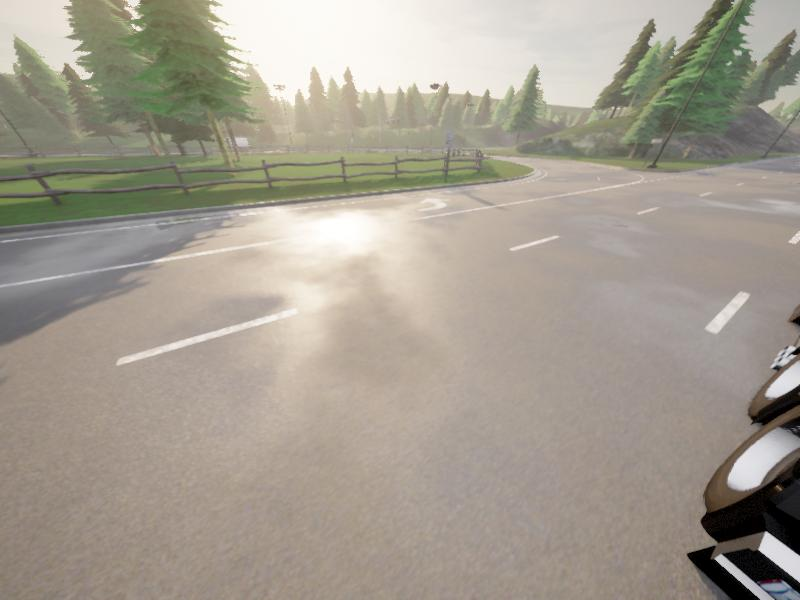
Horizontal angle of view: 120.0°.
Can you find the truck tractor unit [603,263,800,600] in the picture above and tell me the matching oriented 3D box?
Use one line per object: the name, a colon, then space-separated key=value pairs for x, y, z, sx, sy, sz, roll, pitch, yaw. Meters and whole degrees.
truck tractor unit: x=5.108 y=-0.300 z=0.797 sx=6.516 sy=4.208 sz=3.053 roll=-18 pitch=39 yaw=-24
